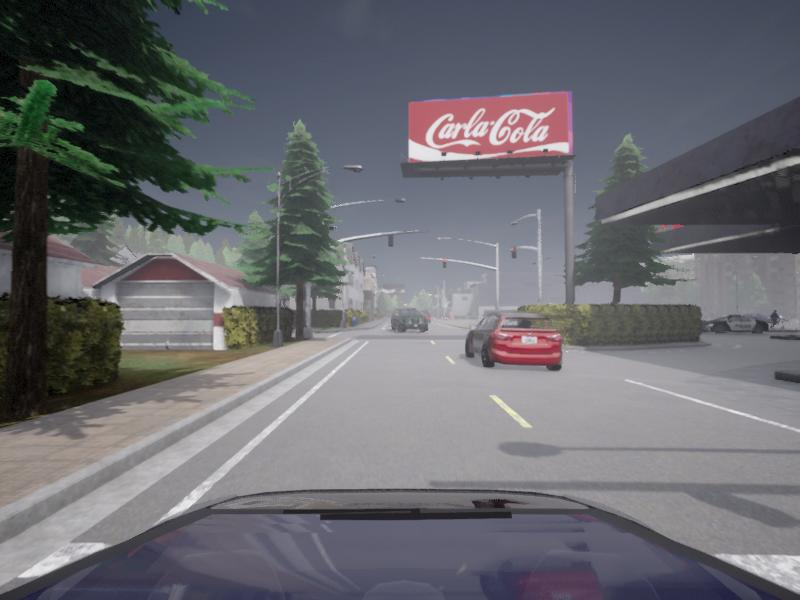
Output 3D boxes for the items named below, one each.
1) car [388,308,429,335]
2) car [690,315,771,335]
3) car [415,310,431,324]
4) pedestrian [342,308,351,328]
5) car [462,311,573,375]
[{"bbox_3d":[0.612,1.704,34.116,2.150,2.045,5.566,-1,-1,-13],"label":"car"},{"bbox_3d":[26.973,2.011,32.768,4.974,1.542,2.038,0,-2,0],"label":"car"},{"bbox_3d":[3.451,2.544,61.081,2.150,2.045,5.566,0,-2,0],"label":"car"},{"bbox_3d":[-5.041,1.715,37.500,0.751,1.860,0.751,0,-2,-12],"label":"pedestrian"},{"bbox_3d":[3.528,1.229,13.065,2.242,1.667,4.611,1,-2,0],"label":"car"}]
